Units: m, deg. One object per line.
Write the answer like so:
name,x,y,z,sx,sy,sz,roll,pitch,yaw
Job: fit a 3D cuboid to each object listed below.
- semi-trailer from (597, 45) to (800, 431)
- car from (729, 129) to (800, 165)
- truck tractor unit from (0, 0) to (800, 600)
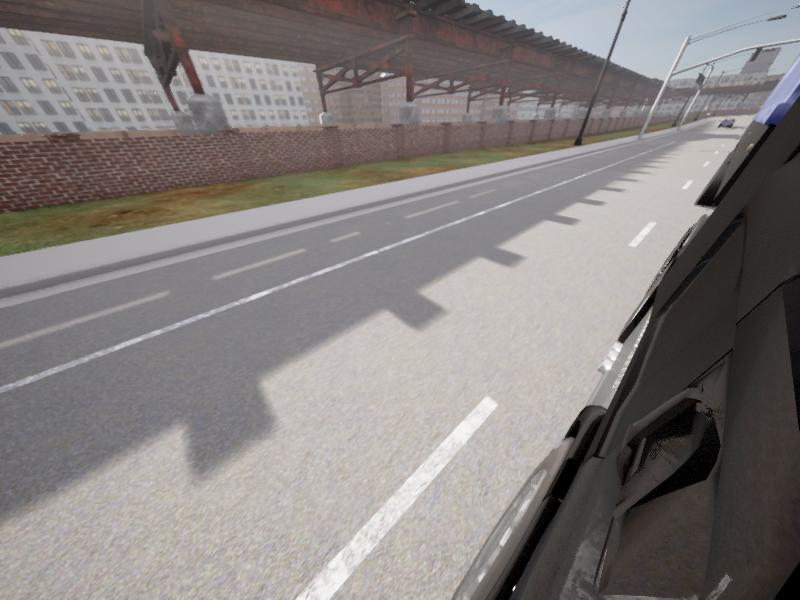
semi-trailer,8.705,-3.575,4.258,14.254,4.402,2.717,-28,44,-30
car,21.062,-8.876,13.247,4.181,1.385,1.994,-28,44,-30
truck tractor unit,2.645,-0.295,0.351,6.516,4.208,3.053,-28,44,-30
